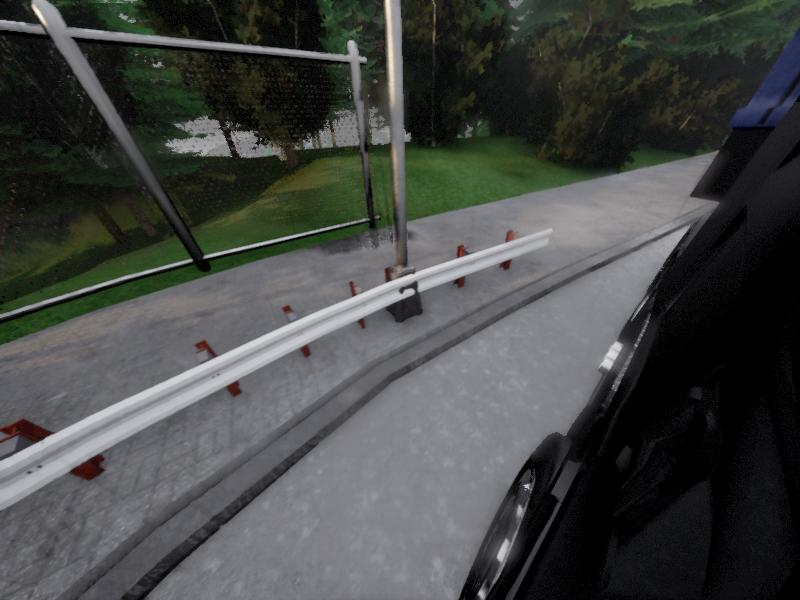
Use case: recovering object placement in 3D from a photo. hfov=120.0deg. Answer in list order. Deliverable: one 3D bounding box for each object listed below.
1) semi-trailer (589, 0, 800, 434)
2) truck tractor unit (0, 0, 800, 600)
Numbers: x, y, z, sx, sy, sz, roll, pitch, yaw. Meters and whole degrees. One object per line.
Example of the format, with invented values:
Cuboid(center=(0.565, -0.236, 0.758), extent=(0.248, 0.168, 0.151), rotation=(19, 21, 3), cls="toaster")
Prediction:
Cuboid(center=(9.249, -3.156, 3.598), extent=(14.254, 4.402, 2.717), rotation=(-21, 41, -23), cls="semi-trailer")
Cuboid(center=(2.645, -0.295, 0.352), extent=(6.516, 4.208, 3.053), rotation=(-28, 44, -30), cls="truck tractor unit")
